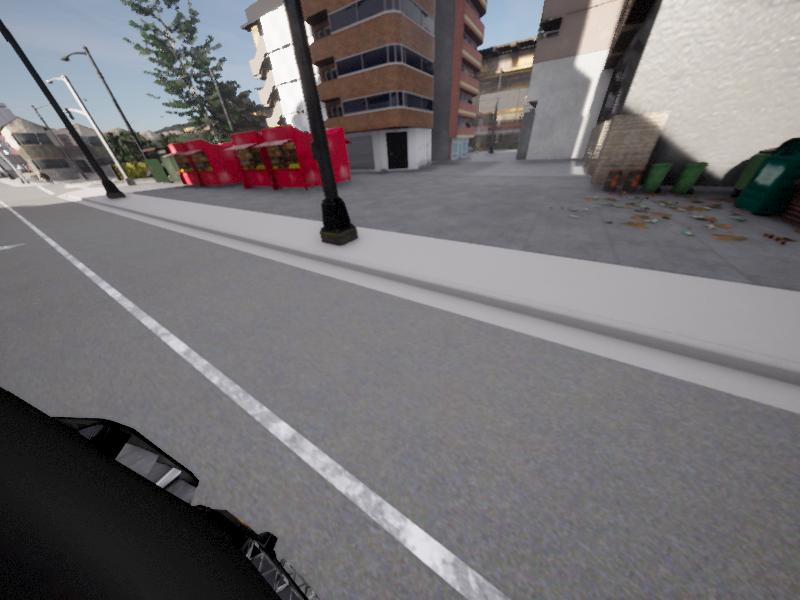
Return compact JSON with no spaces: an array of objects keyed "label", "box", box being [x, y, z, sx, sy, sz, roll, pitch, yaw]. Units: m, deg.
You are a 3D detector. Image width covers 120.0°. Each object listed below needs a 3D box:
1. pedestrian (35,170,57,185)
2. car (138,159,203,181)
[{"label":"pedestrian","box":[-52.056,-17.955,33.962,0.751,1.860,0.751,3,34,10]},{"label":"car","box":[-30.821,-17.625,31.251,2.150,2.045,5.566,16,38,28]}]
